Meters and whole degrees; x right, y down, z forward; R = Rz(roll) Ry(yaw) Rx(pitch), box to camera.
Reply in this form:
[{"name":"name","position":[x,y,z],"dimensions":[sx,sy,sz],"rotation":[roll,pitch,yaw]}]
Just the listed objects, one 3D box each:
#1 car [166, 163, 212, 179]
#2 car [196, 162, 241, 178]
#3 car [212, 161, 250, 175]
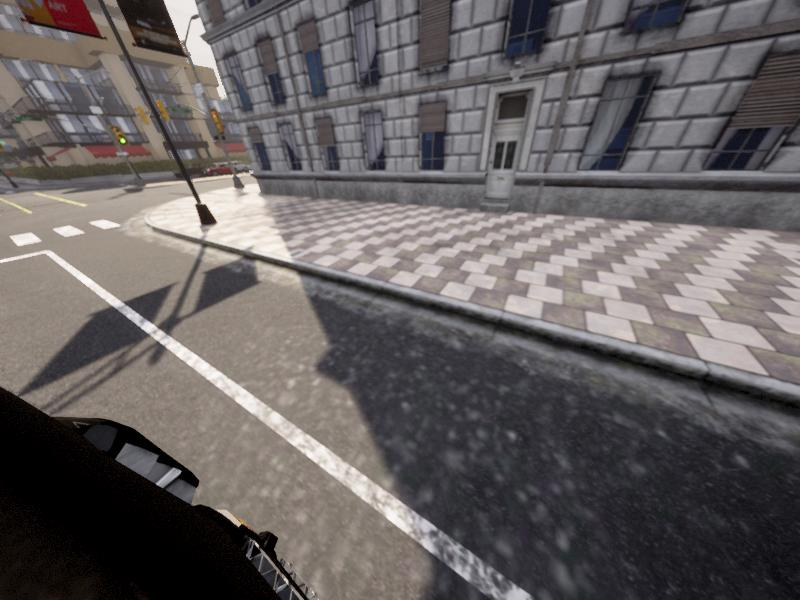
[{"name":"car","position":[-27.496,-16.888,30.221],"dimensions":[1.789,1.549,3.705],"rotation":[16,38,26]},{"name":"car","position":[-23.501,-16.957,30.075],"dimensions":[1.970,1.475,3.806],"rotation":[16,38,26]},{"name":"car","position":[-24.770,-19.553,34.091],"dimensions":[1.970,1.475,3.806],"rotation":[16,38,26]}]
